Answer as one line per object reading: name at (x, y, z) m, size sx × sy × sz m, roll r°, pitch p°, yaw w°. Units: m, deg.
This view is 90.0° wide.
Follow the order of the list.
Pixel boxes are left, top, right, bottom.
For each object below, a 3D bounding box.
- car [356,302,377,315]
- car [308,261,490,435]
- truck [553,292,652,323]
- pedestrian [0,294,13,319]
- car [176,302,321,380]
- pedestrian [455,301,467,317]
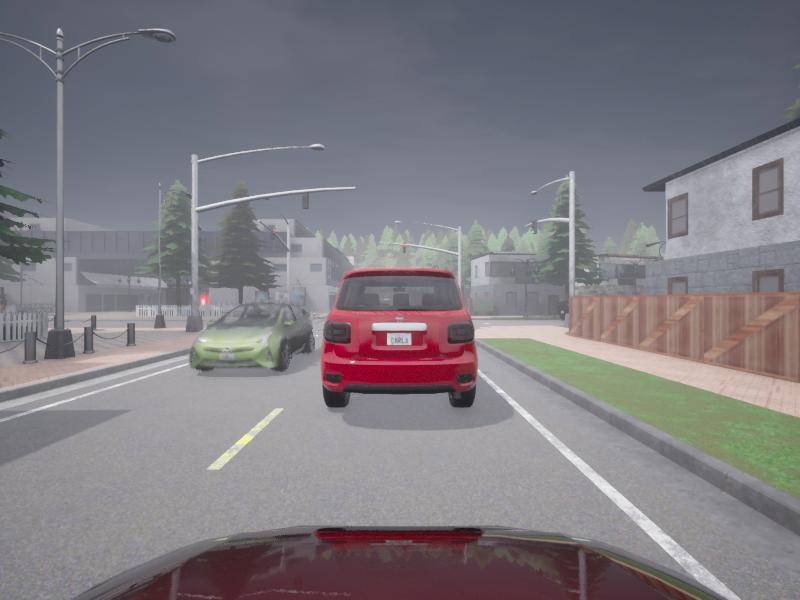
car at (-3.565, 0.907, 43.454) m, size 1.994 × 1.385 × 4.181 m, roll 0°, pitch 0°, yaw 0°
car at (-0.013, 0.568, 7.496) m, size 2.150 × 2.045 × 5.566 m, roll 0°, pitch 0°, yaw 0°
truck at (14.789, 0.523, 29.358) m, size 6.274 × 2.098 × 2.390 m, roll 0°, pitch 0°, yaw -9°
pedestrian at (-30.607, 0.500, 30.891) m, size 0.751 × 1.860 × 0.751 m, roll 0°, pitch 0°, yaw -4°
car at (-3.461, 0.828, 10.245) m, size 2.007 × 1.525 × 4.514 m, roll 0°, pitch 0°, yaw 0°
pedestrian at (5.274, 0.762, 34.604) m, size 0.751 × 1.300 × 0.751 m, roll 0°, pitch 0°, yaw -10°
